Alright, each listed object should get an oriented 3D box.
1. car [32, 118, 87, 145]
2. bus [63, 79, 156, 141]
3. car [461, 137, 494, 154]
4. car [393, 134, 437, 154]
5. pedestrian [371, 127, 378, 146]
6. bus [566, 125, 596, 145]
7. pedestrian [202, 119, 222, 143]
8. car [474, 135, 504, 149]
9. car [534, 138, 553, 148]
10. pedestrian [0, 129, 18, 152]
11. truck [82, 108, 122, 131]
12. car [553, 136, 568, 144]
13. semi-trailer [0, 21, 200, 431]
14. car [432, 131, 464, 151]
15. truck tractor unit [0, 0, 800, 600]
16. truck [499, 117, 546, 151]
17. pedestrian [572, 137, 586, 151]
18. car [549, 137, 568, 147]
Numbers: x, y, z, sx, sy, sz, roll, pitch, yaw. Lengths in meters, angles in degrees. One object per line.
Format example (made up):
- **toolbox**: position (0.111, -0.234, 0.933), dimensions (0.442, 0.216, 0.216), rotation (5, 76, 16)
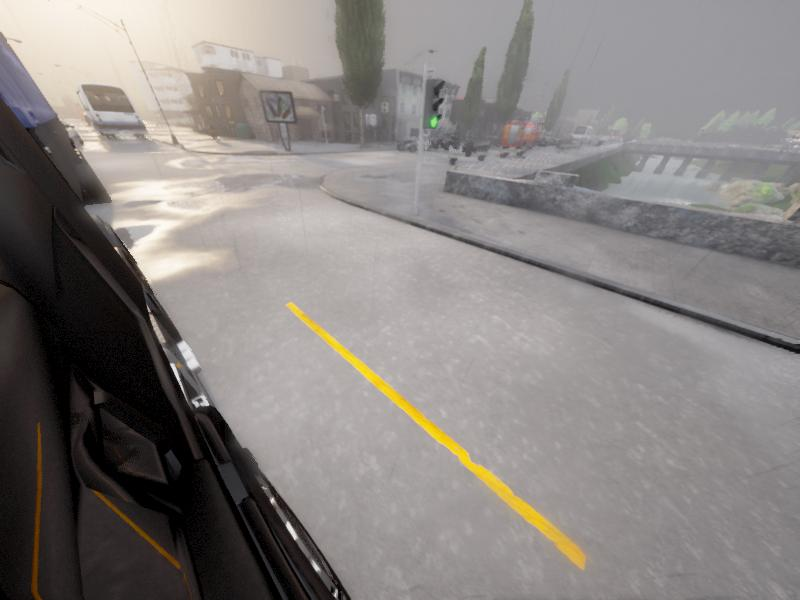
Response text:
- **car**: position (-27.778, -13.831, 18.922), dimensions (3.988, 1.617, 1.851), rotation (29, 44, 31)
- **bus**: position (-30.591, -19.681, 24.321), dimensions (10.273, 4.253, 3.944), rotation (30, 44, 31)
- **car**: position (9.164, -18.255, 27.290), dimensions (1.816, 1.474, 4.193), rotation (29, 44, 31)
- **car**: position (1.721, -17.109, 25.241), dimensions (2.038, 1.542, 4.974), rotation (30, 45, 31)
- **pedestrian**: position (-3.198, -20.833, 29.412), dimensions (0.751, 1.860, 0.751), rotation (3, 37, 0)
- **bus**: position (51.418, -46.673, 65.481), dimensions (3.944, 4.253, 10.273), rotation (30, 44, 31)
- **pedestrian**: position (-18.801, -16.914, 23.159), dimensions (0.751, 1.860, 0.751), rotation (27, 43, 28)
- **car**: position (14.158, -25.167, 36.681), dimensions (2.152, 1.651, 5.027), rotation (30, 45, 31)
- **car**: position (27.592, -30.194, 44.353), dimensions (1.816, 1.474, 4.193), rotation (30, 45, 31)
- **pedestrian**: position (-23.128, -9.398, 12.900), dimensions (0.751, 1.860, 0.751), rotation (-8, 38, -13)
- **truck**: position (-45.502, -27.513, 35.256), dimensions (5.204, 2.467, 2.627), rotation (29, 44, 31)
- **car**: position (45.496, -45.351, 65.524), dimensions (1.930, 1.638, 5.238), rotation (30, 44, 31)
- **semi-trailer**: position (-8.598, -3.679, 4.313), dimensions (14.254, 4.402, 2.717), rotation (29, 44, 31)
- **car**: position (6.029, -20.046, 29.118), dimensions (1.905, 1.878, 3.866), rotation (30, 45, 31)
- **truck tractor unit**: position (-2.645, -0.295, 0.351), dimensions (6.516, 4.208, 3.053), rotation (28, 44, 30)
- **truck**: position (19.036, -25.591, 35.727), dimensions (2.891, 3.827, 8.468), rotation (30, 45, 31)
- **pedestrian**: position (27.898, -24.284, 35.979), dimensions (0.751, 1.860, 0.751), rotation (-19, 42, -26)
- **car**: position (35.280, -35.160, 51.374), dimensions (2.038, 1.542, 4.974), rotation (30, 44, 31)
